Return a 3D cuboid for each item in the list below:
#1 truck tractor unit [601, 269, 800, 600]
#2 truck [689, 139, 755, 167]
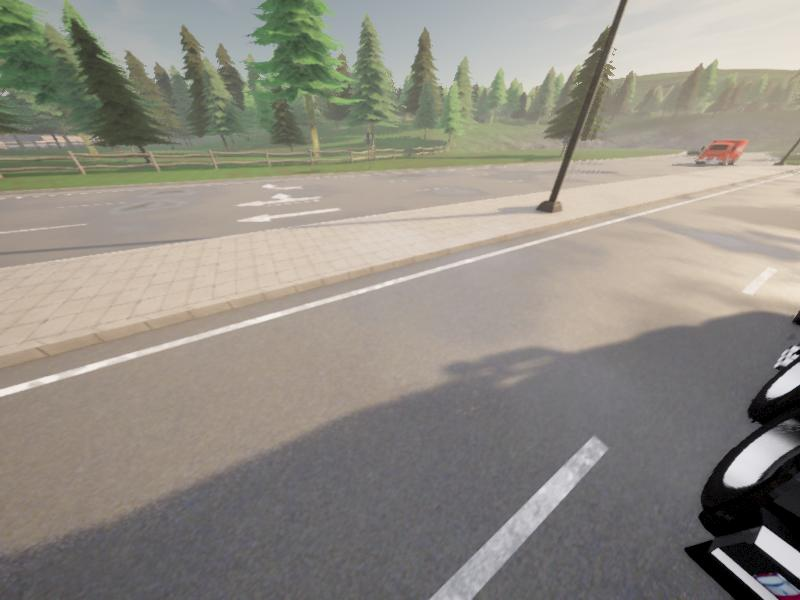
[{"bbox_3d":[5.123,-0.288,0.774,6.516,4.208,3.053,-18,39,-24],"label":"truck tractor unit"},{"bbox_3d":[36.425,-16.690,26.191,5.204,2.467,2.627,-17,38,-24],"label":"truck"}]
